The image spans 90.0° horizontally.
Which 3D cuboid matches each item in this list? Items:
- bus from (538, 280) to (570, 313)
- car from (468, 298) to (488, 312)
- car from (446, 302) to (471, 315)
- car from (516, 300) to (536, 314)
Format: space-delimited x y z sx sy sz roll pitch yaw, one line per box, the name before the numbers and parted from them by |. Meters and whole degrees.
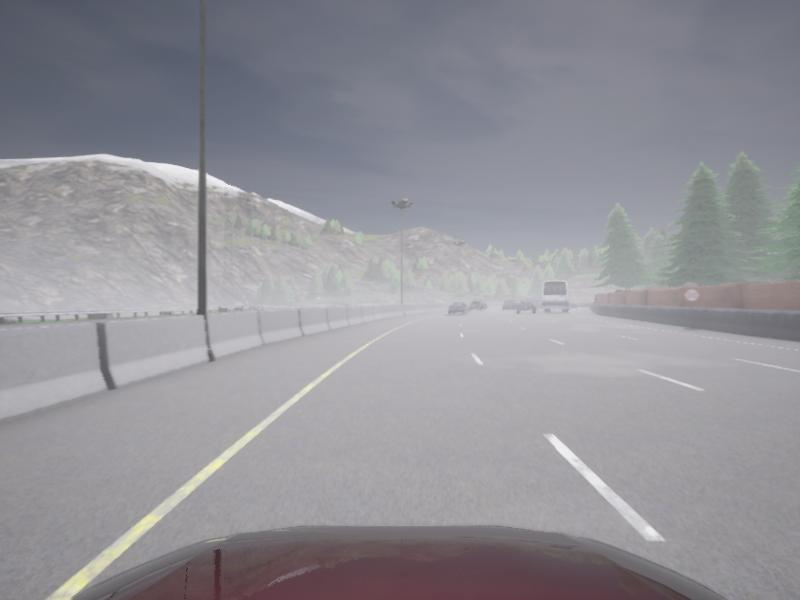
bus | 21.793 -0.493 56.238 3.944 4.253 10.273 0 0 23
car | 11.341 0.681 57.999 1.932 1.855 4.605 0 1 22
car | 6.653 0.910 44.980 2.033 1.411 5.357 0 0 18
car | 15.984 0.809 50.534 2.152 1.651 5.027 0 0 20
